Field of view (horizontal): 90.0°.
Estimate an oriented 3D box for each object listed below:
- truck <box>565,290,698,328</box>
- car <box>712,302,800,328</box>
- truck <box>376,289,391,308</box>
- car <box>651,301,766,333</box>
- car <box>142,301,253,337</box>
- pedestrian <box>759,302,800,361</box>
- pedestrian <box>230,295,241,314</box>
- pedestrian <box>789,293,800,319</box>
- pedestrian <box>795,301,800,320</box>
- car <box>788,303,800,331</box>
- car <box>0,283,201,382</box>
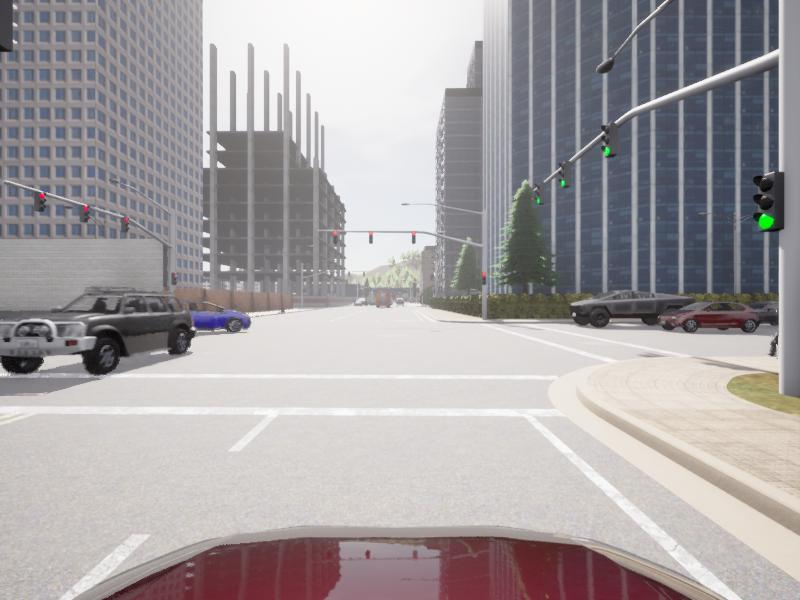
[{"bbox_3d":[13.109,0.486,22.974,6.274,2.098,2.390,0,0,0],"label":"truck"},{"bbox_3d":[20.969,0.813,22.955,4.674,1.442,1.812,0,0,0],"label":"car"},{"bbox_3d":[-3.481,-0.330,87.027,2.891,3.827,8.468,0,0,0],"label":"truck"},{"bbox_3d":[14.897,0.798,19.469,4.193,1.474,1.816,0,0,0],"label":"car"},{"bbox_3d":[-9.502,0.798,18.967,4.514,1.525,2.007,0,0,-30],"label":"car"},{"bbox_3d":[9.051,0.709,9.332,0.751,1.300,0.751,0,0,16],"label":"pedestrian"},{"bbox_3d":[-16.184,0.483,39.376,0.751,1.860,0.751,0,0,-4],"label":"pedestrian"},{"bbox_3d":[28.420,0.428,28.498,0.751,1.860,0.751,0,0,-3],"label":"pedestrian"},{"bbox_3d":[28.128,0.708,27.831,0.751,1.300,0.751,0,0,-28],"label":"pedestrian"},{"bbox_3d":[21.897,0.851,19.462,4.181,1.385,1.994,0,0,-1],"label":"car"},{"bbox_3d":[-6.996,0.621,9.820,1.932,1.855,4.605,0,0,0],"label":"car"}]
